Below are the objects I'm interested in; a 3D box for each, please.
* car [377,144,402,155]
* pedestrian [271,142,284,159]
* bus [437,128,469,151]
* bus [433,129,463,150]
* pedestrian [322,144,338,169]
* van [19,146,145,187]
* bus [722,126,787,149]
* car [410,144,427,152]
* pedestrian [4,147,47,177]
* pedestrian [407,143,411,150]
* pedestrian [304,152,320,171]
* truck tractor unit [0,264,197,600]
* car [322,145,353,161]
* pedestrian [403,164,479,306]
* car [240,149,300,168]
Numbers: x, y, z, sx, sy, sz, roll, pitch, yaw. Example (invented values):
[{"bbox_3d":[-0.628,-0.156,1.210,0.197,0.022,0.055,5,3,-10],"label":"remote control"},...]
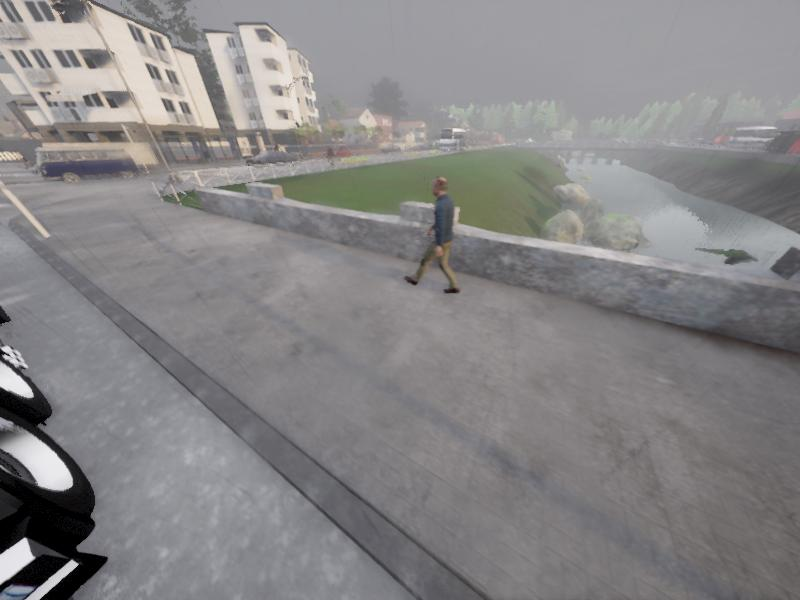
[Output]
[{"bbox_3d":[-1.778,-27.508,42.126,1.930,1.638,5.238,18,39,24],"label":"car"},{"bbox_3d":[-16.374,-20.040,30.926,0.751,1.860,0.751,23,41,29],"label":"pedestrian"},{"bbox_3d":[12.993,-38.822,55.963,3.944,4.253,10.273,18,39,24],"label":"bus"},{"bbox_3d":[13.004,-43.126,62.140,3.944,4.253,10.273,18,39,24],"label":"bus"},{"bbox_3d":[-6.187,-12.807,20.621,0.751,1.860,0.751,17,38,23],"label":"pedestrian"},{"bbox_3d":[-20.871,-9.069,15.502,1.775,1.987,4.442,24,41,30],"label":"van"},{"bbox_3d":[84.286,-38.904,55.404,3.944,4.253,10.273,18,39,24],"label":"bus"},{"bbox_3d":[4.017,-33.148,50.418,1.994,1.385,4.181,18,39,24],"label":"car"},{"bbox_3d":[-27.748,-10.265,17.155,0.751,1.860,0.751,-29,44,-35],"label":"pedestrian"},{"bbox_3d":[2.085,-37.084,55.715,0.751,1.300,0.751,18,39,24],"label":"pedestrian"},{"bbox_3d":[-7.427,-11.724,19.569,0.751,1.300,0.751,5,35,7],"label":"pedestrian"},{"bbox_3d":[-5.114,-0.295,0.789,6.516,4.208,3.053,18,39,24],"label":"truck tractor unit"},{"bbox_3d":[-8.669,-20.656,32.371,1.851,1.617,3.988,18,39,24],"label":"car"},{"bbox_3d":[0.557,-0.958,3.528,0.751,1.860,0.751,18,39,25],"label":"pedestrian"},{"bbox_3d":[-13.861,-15.412,25.070,2.033,1.411,5.357,18,39,24],"label":"car"}]
